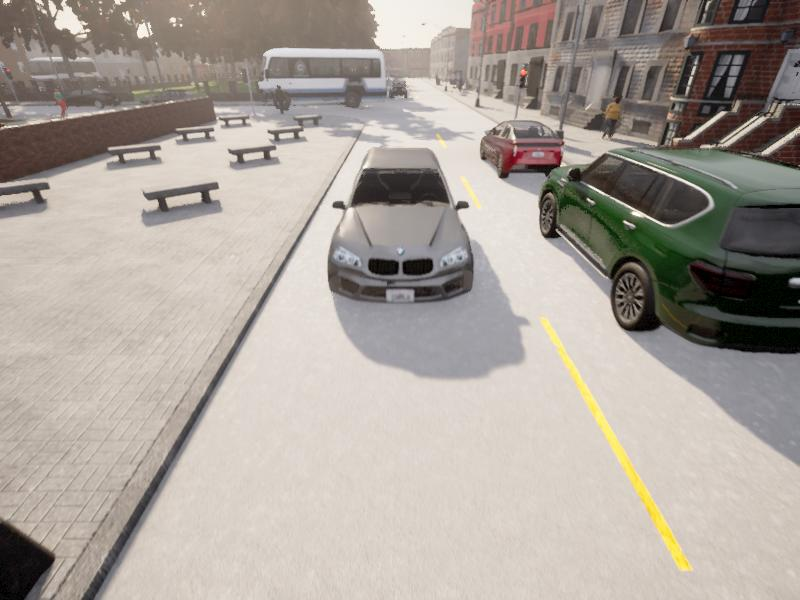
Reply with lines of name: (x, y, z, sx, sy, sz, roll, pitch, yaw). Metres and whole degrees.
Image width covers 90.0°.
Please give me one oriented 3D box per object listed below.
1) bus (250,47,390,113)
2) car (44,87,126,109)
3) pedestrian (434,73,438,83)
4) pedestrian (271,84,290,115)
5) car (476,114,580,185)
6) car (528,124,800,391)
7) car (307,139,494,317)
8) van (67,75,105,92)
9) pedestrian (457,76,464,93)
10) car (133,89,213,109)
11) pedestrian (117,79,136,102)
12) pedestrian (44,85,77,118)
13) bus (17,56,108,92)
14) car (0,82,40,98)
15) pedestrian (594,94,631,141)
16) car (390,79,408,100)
bus: (-6.309, -17.885, 32.491, 10.273, 4.253, 3.944, -10, 32, -17)
car: (-26.424, -17.055, 33.744, 5.008, 1.535, 1.882, 0, 30, 0)
pedestrian: (7.592, -46.823, 84.230, 0.751, 1.860, 0.751, -2, 30, -3)
pedestrian: (-8.323, -13.994, 27.912, 0.751, 1.860, 0.751, 11, 32, 18)
car: (3.990, -5.202, 13.443, 2.007, 1.525, 4.514, 0, 30, 0)
car: (4.013, -1.297, 6.230, 2.150, 2.045, 5.566, 0, 30, 0)
car: (0.011, -1.643, 7.195, 2.242, 1.667, 4.611, 0, 30, 0)
van: (-45.220, -31.309, 57.733, 1.775, 1.987, 4.442, -1, 30, -2)
pedestrian: (7.830, -27.813, 51.631, 0.751, 1.860, 0.751, 3, 30, 5)
car: (-18.998, -16.963, 33.733, 5.357, 1.411, 2.033, 0, 30, 1)
pedestrian: (-26.052, -19.962, 38.155, 0.751, 1.860, 0.751, 0, 30, 0)
pedestrian: (-22.021, -12.854, 25.967, 0.751, 1.860, 0.751, 6, 31, 10)
bus: (-49.205, -33.406, 59.074, 3.944, 4.253, 10.273, 1, 31, 1)
car: (-45.524, -24.554, 46.738, 2.033, 1.411, 5.357, 1, 30, 1)
pedestrian: (9.567, -8.239, 18.066, 0.751, 1.860, 0.751, -4, 30, -7)
car: (-0.099, -22.837, 43.317, 1.905, 1.878, 3.866, 0, 30, 0)
